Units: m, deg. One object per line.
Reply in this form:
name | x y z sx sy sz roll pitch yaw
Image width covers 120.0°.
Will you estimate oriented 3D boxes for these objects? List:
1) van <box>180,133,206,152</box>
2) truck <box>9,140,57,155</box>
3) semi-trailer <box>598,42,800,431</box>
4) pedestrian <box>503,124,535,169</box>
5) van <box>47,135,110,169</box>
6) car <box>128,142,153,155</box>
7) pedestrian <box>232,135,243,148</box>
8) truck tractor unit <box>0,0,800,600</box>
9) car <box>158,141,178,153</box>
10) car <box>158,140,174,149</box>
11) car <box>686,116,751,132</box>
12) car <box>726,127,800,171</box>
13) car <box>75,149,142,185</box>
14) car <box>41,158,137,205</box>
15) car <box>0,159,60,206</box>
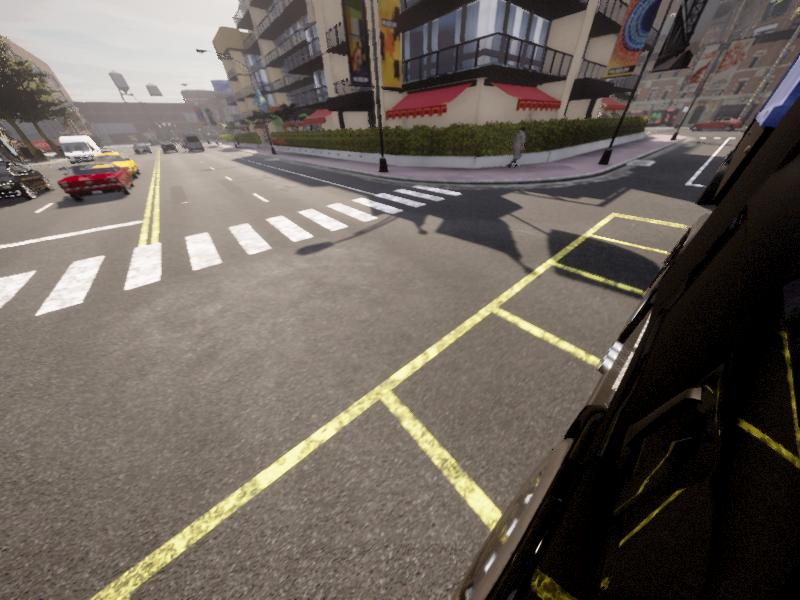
van | -35.360 -26.883 39.347 1.988 2.561 5.915 -28 44 -30
truck | -87.974 -36.743 55.576 5.204 2.467 2.627 -28 44 -30
semi-trailer | 8.700 -3.598 4.236 14.254 4.402 2.717 -28 44 -30
pedestrian | 6.100 -7.881 11.924 0.751 1.860 0.751 -8 37 -8
van | -32.541 -15.237 23.686 1.988 2.561 5.915 -28 44 -30
car | -43.142 -25.273 38.510 2.128 1.511 4.902 -28 44 -30
pedestrian | -27.791 -27.155 39.536 0.751 1.860 0.751 -15 39 -16
truck tractor unit | 2.645 -0.295 0.351 6.516 4.208 3.053 -28 44 -30
car | -38.770 -25.549 38.632 1.837 1.490 4.892 -28 43 -30
car | -52.857 -35.112 52.149 1.851 1.617 3.988 -28 44 -30
car | 45.586 -25.275 33.259 2.152 1.651 5.027 -20 40 -22
car | 18.845 -7.787 11.740 5.357 1.411 2.033 -28 44 -30
car | -19.262 -9.107 15.556 1.801 1.575 5.366 -28 44 -30
car | -14.785 -5.963 11.350 1.895 1.301 4.718 -28 44 -30
car | -19.063 -5.695 11.080 1.837 1.490 4.892 -28 44 -30
